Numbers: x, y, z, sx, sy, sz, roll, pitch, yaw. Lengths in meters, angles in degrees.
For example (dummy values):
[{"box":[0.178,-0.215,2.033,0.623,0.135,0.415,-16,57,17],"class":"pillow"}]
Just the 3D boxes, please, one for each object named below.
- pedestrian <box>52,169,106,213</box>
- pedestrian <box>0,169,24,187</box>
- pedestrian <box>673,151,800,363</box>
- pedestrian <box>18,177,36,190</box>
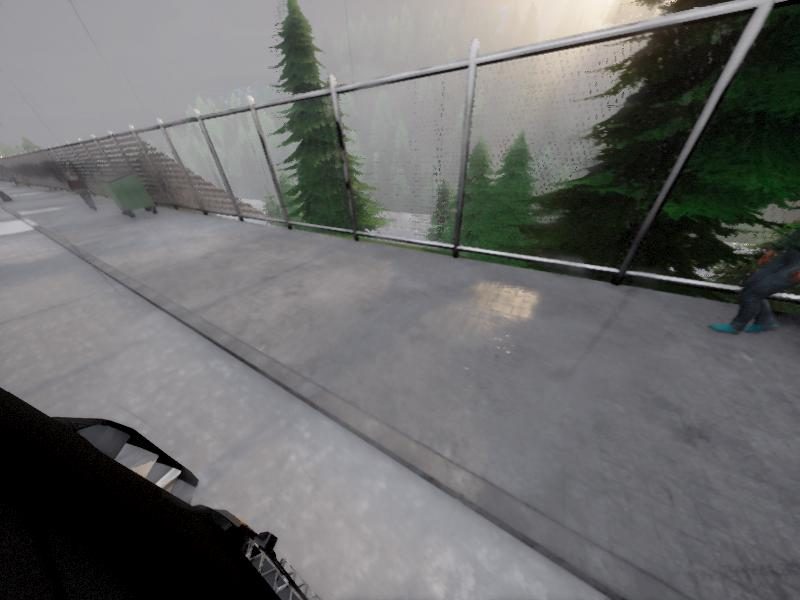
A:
[{"box":[-15.989,-5.462,11.553,0.751,1.860,0.751,19,39,29],"class":"pedestrian"},{"box":[-48.405,-15.198,28.812,0.751,1.860,0.751,17,39,28],"class":"pedestrian"},{"box":[3.963,-0.391,2.316,0.751,1.860,0.751,15,38,25],"class":"pedestrian"},{"box":[-39.700,-12.409,24.602,0.500,1.100,0.500,13,37,23],"class":"pedestrian"}]
